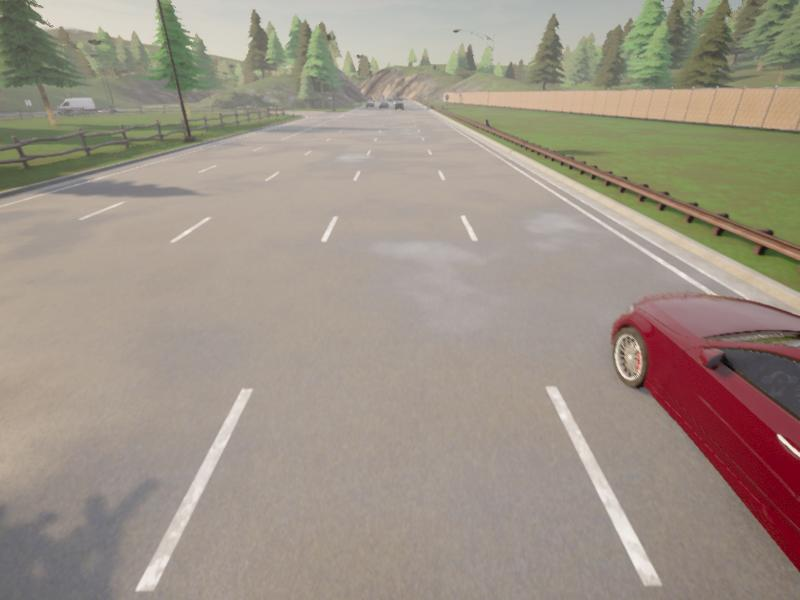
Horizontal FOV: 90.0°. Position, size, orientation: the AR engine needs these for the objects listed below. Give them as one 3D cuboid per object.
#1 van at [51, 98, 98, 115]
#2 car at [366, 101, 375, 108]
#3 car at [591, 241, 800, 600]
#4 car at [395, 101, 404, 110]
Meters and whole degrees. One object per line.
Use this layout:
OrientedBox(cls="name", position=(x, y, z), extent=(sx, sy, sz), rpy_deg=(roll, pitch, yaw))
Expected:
OrientedBox(cls="van", position=(-57.002, -33.955, 70.181), extent=(5.915, 2.561, 1.988), rpy_deg=(-20, 33, -33))
OrientedBox(cls="car", position=(-7.182, -47.818, 97.641), extent=(1.812, 1.442, 4.674), rpy_deg=(0, 27, 0))
OrientedBox(cls="car", position=(3.494, 1.018, 3.003), extent=(1.812, 1.442, 4.674), rpy_deg=(0, 27, 0))
OrientedBox(cls="car", position=(-0.157, -40.597, 83.520), extent=(1.837, 1.490, 4.892), rpy_deg=(0, 27, 0))
